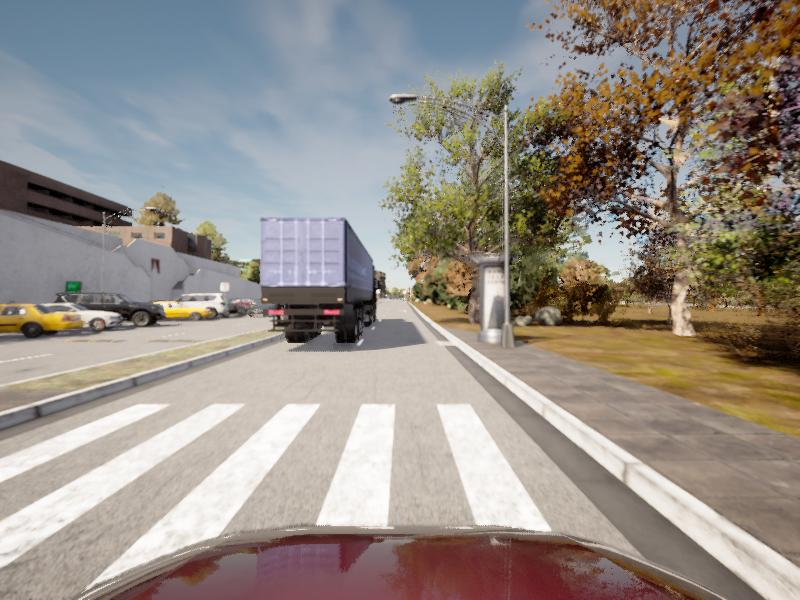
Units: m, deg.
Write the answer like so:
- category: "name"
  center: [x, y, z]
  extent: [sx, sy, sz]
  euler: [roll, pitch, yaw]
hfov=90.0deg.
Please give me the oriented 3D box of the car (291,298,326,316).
- category: "car"
  center: [-8.726, 0.615, 38.549]
  extent: [2.242, 1.667, 4.611]
  euler: [0, 1, 0]

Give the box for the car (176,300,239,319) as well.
- category: "car"
  center: [-16.828, 0.761, 35.231]
  extent: [4.792, 1.488, 2.163]
  euler: [-1, 1, -20]

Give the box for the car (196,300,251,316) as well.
- category: "car"
  center: [-16.800, 0.740, 38.255]
  extent: [4.674, 1.452, 2.002]
  euler: [-1, 0, -20]

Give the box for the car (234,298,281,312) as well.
- category: "car"
  center: [-16.779, 0.567, 47.254]
  extent: [5.008, 1.535, 2.097]
  euler: [-1, 1, -20]

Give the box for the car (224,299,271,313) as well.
- category: "car"
  center: [-16.792, 0.654, 44.255]
  extent: [4.674, 1.452, 2.002]
  euler: [-1, 1, -20]

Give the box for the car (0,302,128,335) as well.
- category: "car"
  center: [-16.827, 0.872, 20.230]
  extent: [4.674, 1.452, 2.002]
  euler: [-1, 0, -20]

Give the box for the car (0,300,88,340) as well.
- category: "car"
  center: [-16.998, 0.838, 17.157]
  extent: [5.366, 1.575, 1.946]
  euler: [-1, 0, -20]

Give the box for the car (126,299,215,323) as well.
- category: "car"
  center: [-16.638, 0.781, 29.303]
  extent: [5.366, 1.575, 1.946]
  euler: [-1, 0, -20]

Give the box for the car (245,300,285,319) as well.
- category: "car"
  center: [-11.732, 0.742, 35.144]
  extent: [1.837, 1.490, 4.892]
  euler: [0, 1, 0]

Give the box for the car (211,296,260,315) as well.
- category: "car"
  center: [-16.826, 0.532, 41.242]
  extent: [4.553, 1.767, 2.185]
  euler: [-1, 1, -20]

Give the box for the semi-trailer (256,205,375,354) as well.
- category: "semi-trailer"
  center: [-2.939, -0.625, 18.944]
  extent: [2.717, 4.402, 14.254]
  euler: [0, 0, 0]

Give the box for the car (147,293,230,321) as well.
- category: "car"
  center: [-16.835, 0.511, 32.229]
  extent: [5.566, 2.045, 2.435]
  euler: [-1, 1, -20]

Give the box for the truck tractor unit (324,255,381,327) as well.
- category: "truck tractor unit"
  center: [-2.977, -0.560, 26.853]
  extent: [3.053, 4.208, 6.516]
  euler: [0, 1, 0]

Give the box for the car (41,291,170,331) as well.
- category: "car"
  center: [-16.796, 0.573, 23.248]
  extent: [5.566, 2.045, 2.435]
  euler: [-1, 0, -20]
